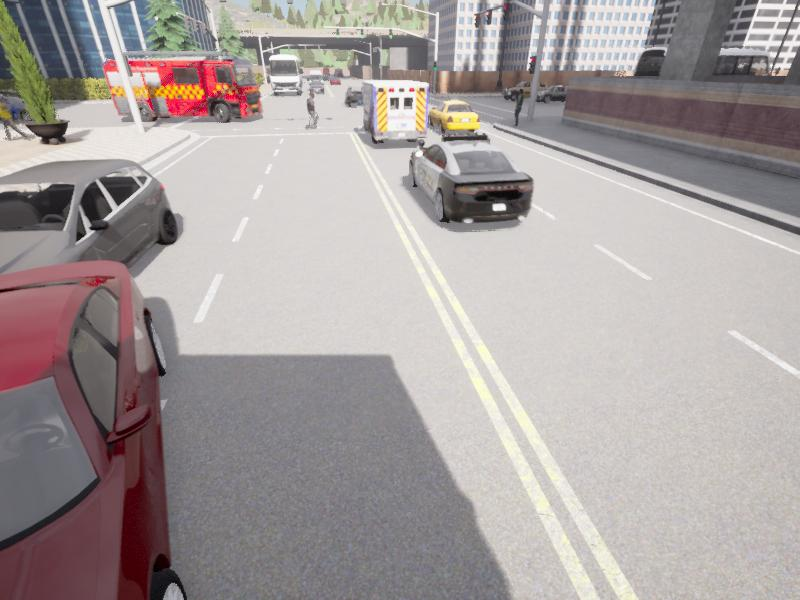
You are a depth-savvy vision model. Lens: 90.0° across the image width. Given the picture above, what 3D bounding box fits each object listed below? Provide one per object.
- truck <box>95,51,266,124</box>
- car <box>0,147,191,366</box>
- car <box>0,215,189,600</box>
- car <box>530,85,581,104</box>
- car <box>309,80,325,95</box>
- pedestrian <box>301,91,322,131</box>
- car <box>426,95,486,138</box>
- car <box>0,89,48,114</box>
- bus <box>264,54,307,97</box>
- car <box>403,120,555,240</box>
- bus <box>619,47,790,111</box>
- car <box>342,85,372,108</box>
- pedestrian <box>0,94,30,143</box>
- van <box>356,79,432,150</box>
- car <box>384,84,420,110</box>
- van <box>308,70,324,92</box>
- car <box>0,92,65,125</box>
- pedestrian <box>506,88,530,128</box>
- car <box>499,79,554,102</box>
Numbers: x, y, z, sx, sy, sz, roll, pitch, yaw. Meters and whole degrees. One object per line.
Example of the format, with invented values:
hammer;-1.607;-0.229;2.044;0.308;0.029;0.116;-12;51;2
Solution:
truck;-13.336;-13.303;25.034;8.468;3.827;2.891;3;30;4
car;-5.330;-1.058;6.202;2.242;1.667;4.611;-5;30;-7
car;-2.827;0.991;2.795;1.882;1.535;5.008;-16;34;-25
car;14.574;-19.338;37.619;3.806;1.475;1.970;-5;31;-8
car;-10.799;-27.567;51.815;1.812;1.442;4.674;-5;31;-9
pedestrian;-4.739;-10.162;21.536;0.751;1.860;0.751;-13;33;-22
car;2.818;-10.040;21.632;1.801;1.575;5.366;-4;31;-7
car;-29.560;-15.032;30.301;3.705;1.549;1.789;-5;31;-9
bus;-13.949;-27.965;49.723;3.944;4.253;10.273;-5;31;-9
car;1.511;-3.314;10.058;1.930;1.638;5.238;-5;31;-9
bus;24.262;-17.931;32.433;10.273;4.253;3.944;-5;31;-8
car;-3.933;-18.392;36.019;2.128;1.511;4.902;-5;31;-9
pedestrian;-17.075;-7.892;17.383;0.751;1.860;0.751;-16;34;-25
van;-0.509;-9.080;19.157;2.351;2.431;6.366;-6;31;-10
car;0.084;-17.185;33.783;2.242;1.667;4.611;-5;31;-9
van;-12.196;-31.885;58.128;1.988;2.561;5.915;-5;31;-9
car;-24.528;-11.976;24.982;4.856;1.649;2.033;-6;31;-9
pedestrian;6.352;-10.361;21.542;0.751;1.860;0.751;22;37;32
car;12.658;-21.120;40.277;4.605;1.855;1.932;-4;31;-7
